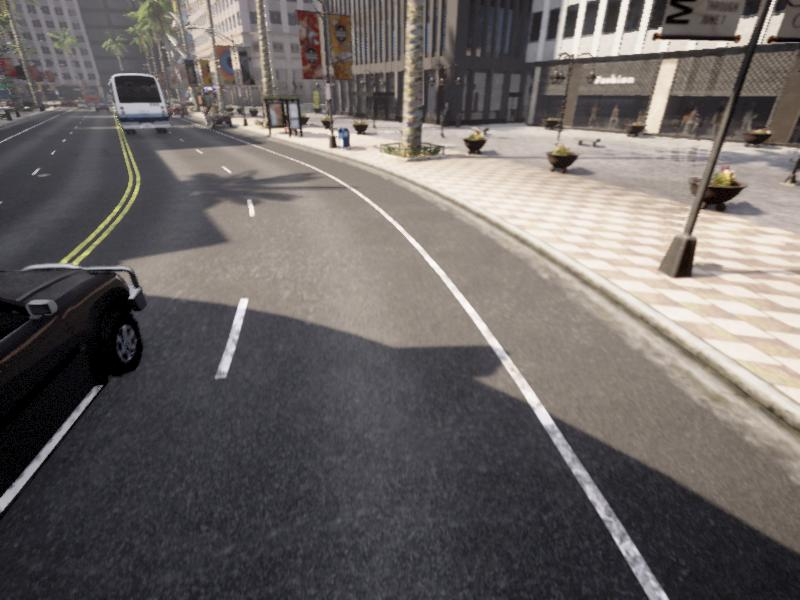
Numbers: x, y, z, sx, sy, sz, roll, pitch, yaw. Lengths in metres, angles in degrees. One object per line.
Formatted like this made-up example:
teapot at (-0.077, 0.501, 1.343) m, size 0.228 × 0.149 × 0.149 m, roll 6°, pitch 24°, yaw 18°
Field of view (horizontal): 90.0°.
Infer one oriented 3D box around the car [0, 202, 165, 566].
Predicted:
car at (-3.925, 0.767, 3.029) m, size 1.932 × 1.855 × 4.605 m, roll -3°, pitch 28°, yaw -7°

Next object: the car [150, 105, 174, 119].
car at (-31.888, -25.188, 53.463) m, size 2.038 × 1.542 × 4.974 m, roll -16°, pitch 32°, yaw -29°

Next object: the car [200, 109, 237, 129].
car at (-17.867, -17.824, 39.294) m, size 2.231 × 1.521 × 4.892 m, roll -16°, pitch 32°, yaw -29°

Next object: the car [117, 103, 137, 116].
car at (-43.507, -30.441, 63.764) m, size 2.152 × 1.651 × 5.027 m, roll -16°, pitch 31°, yaw -28°

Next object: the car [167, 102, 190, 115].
car at (-33.826, -29.299, 61.124) m, size 2.185 × 1.767 × 4.553 m, roll -16°, pitch 32°, yaw -29°

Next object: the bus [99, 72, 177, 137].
bus at (-22.326, -16.555, 33.845) m, size 3.944 × 4.253 × 10.273 m, roll -17°, pitch 31°, yaw -29°

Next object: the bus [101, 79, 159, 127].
bus at (-30.001, -21.994, 44.345) m, size 3.944 × 4.253 × 10.273 m, roll -16°, pitch 33°, yaw -29°

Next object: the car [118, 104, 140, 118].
car at (-38.638, -26.948, 57.035) m, size 2.152 × 1.651 × 5.027 m, roll -16°, pitch 32°, yaw -29°
